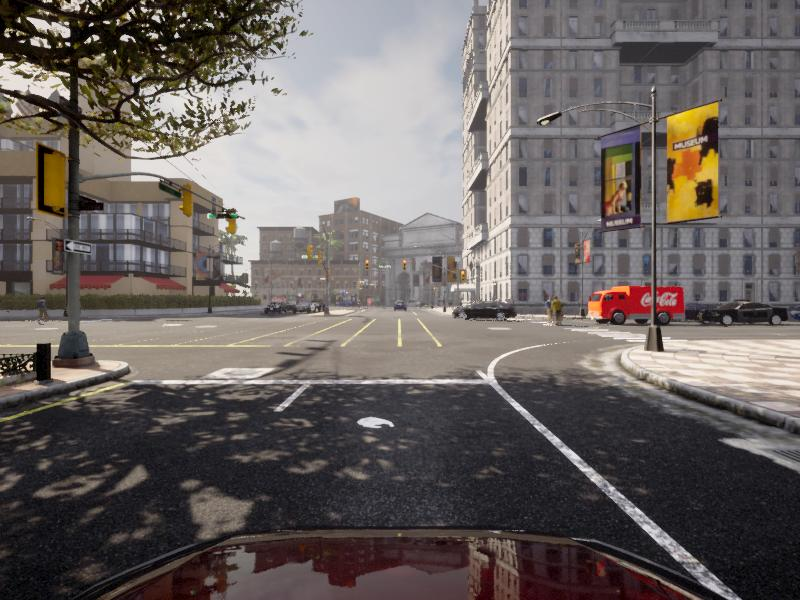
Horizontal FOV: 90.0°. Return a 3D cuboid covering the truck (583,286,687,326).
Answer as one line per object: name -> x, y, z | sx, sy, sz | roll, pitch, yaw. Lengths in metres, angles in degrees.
truck -> 14.979, 0.356, 25.775 | 5.204, 2.467, 2.627 | 0, 0, 0

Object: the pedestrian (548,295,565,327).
pedestrian -> 9.359, 0.637, 23.977 | 0.751, 1.860, 0.751 | 0, 0, 1

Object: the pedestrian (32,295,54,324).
pedestrian -> -23.444, 0.637, 26.256 | 0.751, 1.860, 0.751 | 0, 0, 2

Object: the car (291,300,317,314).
car -> -11.489, 0.825, 48.237 | 2.038, 1.542, 4.974 | 0, 0, 0

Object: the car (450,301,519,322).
car -> 6.511, 0.843, 30.809 | 4.892, 1.490, 1.837 | 0, 1, 23

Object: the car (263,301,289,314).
car -> -14.984, 0.852, 48.417 | 1.970, 1.475, 3.806 | 0, 0, 0

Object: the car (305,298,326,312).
car -> -11.485, 0.651, 54.488 | 1.932, 1.855, 4.605 | 0, 0, 0

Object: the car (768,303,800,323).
car -> 29.987, 0.907, 29.331 | 4.181, 1.385, 1.994 | 0, 0, -1

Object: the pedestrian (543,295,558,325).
pedestrian -> 9.515, 0.637, 25.344 | 0.751, 1.860, 0.751 | 0, 0, 10

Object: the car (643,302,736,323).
car -> 21.096, 0.894, 29.308 | 5.357, 1.411, 2.033 | 0, 0, 0

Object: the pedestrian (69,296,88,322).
pedestrian -> -22.817, 0.637, 28.384 | 0.751, 1.860, 0.751 | 0, 0, 0

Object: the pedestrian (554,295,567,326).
pedestrian -> 9.992, 0.637, 24.944 | 0.751, 1.860, 0.751 | 0, 0, 23

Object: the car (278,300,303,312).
car -> -14.985, 0.770, 55.106 | 1.930, 1.638, 5.238 | 0, 0, 0

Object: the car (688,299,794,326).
car -> 21.859, 0.770, 25.810 | 5.238, 1.638, 1.930 | 0, 0, 0

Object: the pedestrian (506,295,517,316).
pedestrian -> 9.910, 0.484, 35.497 | 0.751, 1.860, 0.751 | 0, 0, -2
